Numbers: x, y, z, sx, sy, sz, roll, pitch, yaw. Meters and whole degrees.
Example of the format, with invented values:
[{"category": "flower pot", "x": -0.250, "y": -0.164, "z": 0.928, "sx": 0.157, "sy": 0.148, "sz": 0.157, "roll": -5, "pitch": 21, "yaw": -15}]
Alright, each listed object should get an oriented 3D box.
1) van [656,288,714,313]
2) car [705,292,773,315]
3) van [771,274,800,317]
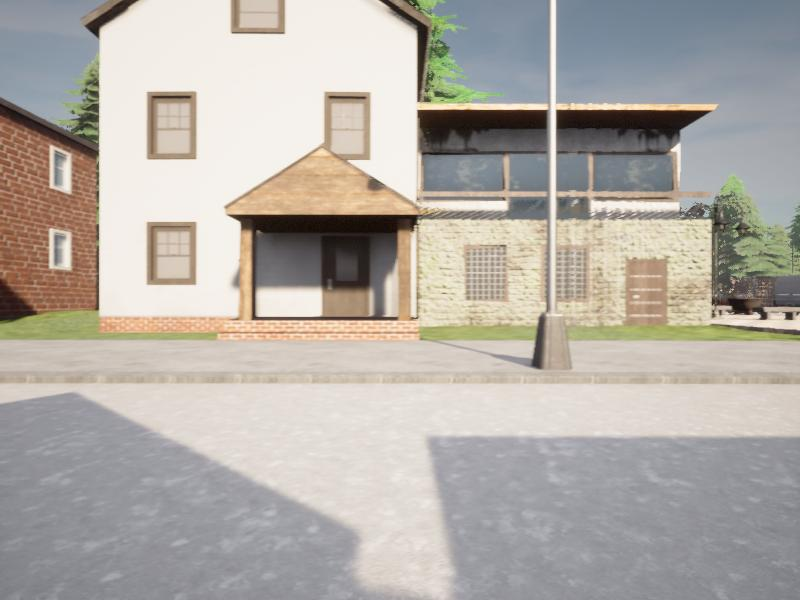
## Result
[{"category": "van", "x": 24.615, "y": 0.037, "z": 34.769, "sx": 1.775, "sy": 1.987, "sz": 4.442, "roll": 0, "pitch": 0, "yaw": -1}, {"category": "car", "x": 24.663, "y": 0.253, "z": 29.274, "sx": 1.789, "sy": 1.549, "sz": 3.705, "roll": 0, "pitch": 0, "yaw": 0}, {"category": "van", "x": 24.773, "y": -0.239, "z": 22.714, "sx": 1.988, "sy": 2.561, "sz": 5.915, "roll": 0, "pitch": 0, "yaw": 1}]
